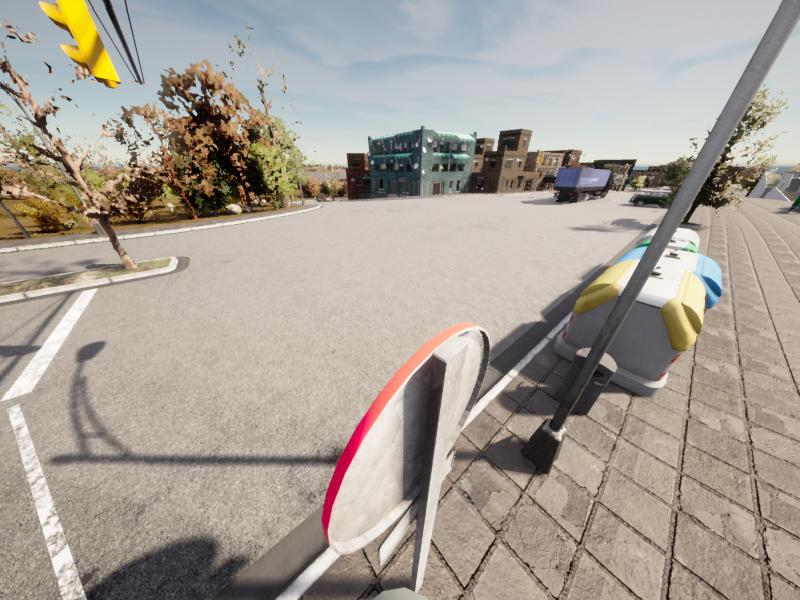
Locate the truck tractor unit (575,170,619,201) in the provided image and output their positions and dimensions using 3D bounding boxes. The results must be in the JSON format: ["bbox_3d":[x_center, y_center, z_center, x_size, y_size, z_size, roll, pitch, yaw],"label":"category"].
[{"bbox_3d":[32.677,-19.051,38.311,6.516,4.208,3.053,-21,36,-35],"label":"truck tractor unit"}]

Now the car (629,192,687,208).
[{"bbox_3d":[34.472,-13.468,31.109,4.674,1.452,2.002,17,32,25],"label":"car"}]

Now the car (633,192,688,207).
[{"bbox_3d":[36.754,-14.328,32.812,4.674,1.452,2.002,17,33,25],"label":"car"}]

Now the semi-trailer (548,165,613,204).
[{"bbox_3d":[26.622,-16.842,33.712,14.254,4.402,2.717,-21,36,-35],"label":"semi-trailer"}]

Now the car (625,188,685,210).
[{"bbox_3d":[32.099,-12.864,29.311,4.442,1.987,1.878,17,33,25],"label":"car"}]

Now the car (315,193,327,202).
[{"bbox_3d":[-18.919,-24.495,55.347,1.905,1.878,3.866,-14,27,-22],"label":"car"}]
